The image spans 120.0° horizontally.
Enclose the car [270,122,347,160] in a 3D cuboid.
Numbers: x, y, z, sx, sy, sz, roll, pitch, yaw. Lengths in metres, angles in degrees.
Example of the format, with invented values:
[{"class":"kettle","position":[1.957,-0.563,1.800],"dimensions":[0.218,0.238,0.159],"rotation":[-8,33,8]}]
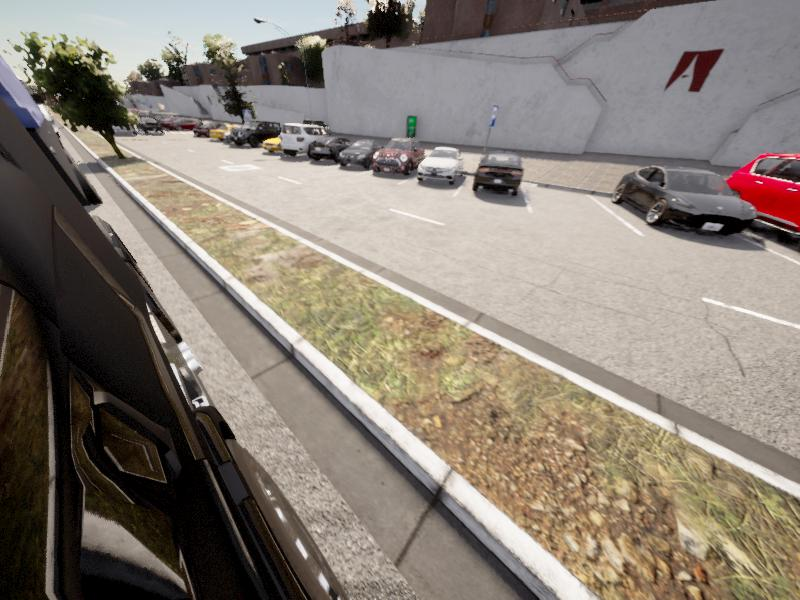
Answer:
[{"class":"car","position":[-6.786,-12.485,18.127],"dimensions":[2.435,2.045,5.566],"rotation":[14,38,14]}]

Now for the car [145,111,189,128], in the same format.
[{"class":"car","position":[-38.865,-30.154,38.745],"dimensions":[1.878,1.987,4.442],"rotation":[15,38,14]}]

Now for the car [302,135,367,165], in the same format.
[{"class":"car","position":[-4.506,-11.020,16.813],"dimensions":[2.163,1.488,4.792],"rotation":[14,38,14]}]

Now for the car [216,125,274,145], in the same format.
[{"class":"car","position":[-15.991,-17.248,24.183],"dimensions":[2.002,1.452,4.674],"rotation":[15,38,14]}]

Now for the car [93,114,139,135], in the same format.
[{"class":"car","position":[-31.507,-19.476,25.641],"dimensions":[4.611,1.667,2.242],"rotation":[29,44,29]}]

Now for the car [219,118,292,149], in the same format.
[{"class":"car","position":[-13.686,-16.200,22.513],"dimensions":[2.435,2.045,5.566],"rotation":[15,38,14]}]

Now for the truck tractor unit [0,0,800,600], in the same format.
[{"class":"truck tractor unit","position":[-2.645,-0.295,0.352],"dimensions":[6.516,4.208,3.053],"rotation":[28,44,30]}]

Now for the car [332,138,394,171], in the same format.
[{"class":"car","position":[-2.207,-9.751,15.311],"dimensions":[2.002,1.452,4.674],"rotation":[15,38,14]}]

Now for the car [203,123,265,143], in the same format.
[{"class":"car","position":[-18.231,-18.644,25.766],"dimensions":[1.946,1.575,5.366],"rotation":[15,38,14]}]

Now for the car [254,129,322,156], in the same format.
[{"class":"car","position":[-9.164,-13.416,19.592],"dimensions":[1.946,1.575,5.366],"rotation":[15,38,14]}]

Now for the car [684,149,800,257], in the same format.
[{"class":"car","position":[11.576,-2.596,6.165],"dimensions":[2.435,2.045,5.566],"rotation":[14,38,14]}]

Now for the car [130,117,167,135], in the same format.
[{"class":"car","position":[-31.104,-21.569,28.555],"dimensions":[4.892,1.490,1.837],"rotation":[29,44,29]}]

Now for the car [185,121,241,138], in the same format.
[{"class":"car","position":[-22.888,-21.028,28.552],"dimensions":[2.163,1.488,4.792],"rotation":[15,38,14]}]

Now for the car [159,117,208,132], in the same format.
[{"class":"car","position":[-32.066,-26.089,34.409],"dimensions":[2.163,1.488,4.792],"rotation":[15,38,14]}]

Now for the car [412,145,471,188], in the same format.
[{"class":"car","position":[2.383,-7.290,12.332],"dimensions":[2.002,1.452,4.674],"rotation":[15,38,14]}]

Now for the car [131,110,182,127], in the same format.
[{"class":"car","position":[-43.465,-32.607,41.527],"dimensions":[2.435,2.045,5.566],"rotation":[15,38,14]}]

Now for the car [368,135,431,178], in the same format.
[{"class":"car","position":[0.105,-8.670,13.746],"dimensions":[2.185,1.767,4.553],"rotation":[15,38,14]}]

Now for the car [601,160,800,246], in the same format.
[{"class":"car","position":[9.264,-3.599,7.823],"dimensions":[2.163,1.488,4.792],"rotation":[14,38,14]}]

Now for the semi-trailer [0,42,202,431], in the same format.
[{"class":"semi-trailer","position":[-8.701,-3.607,4.220],"dimensions":[14.254,4.402,2.717],"rotation":[28,44,30]}]

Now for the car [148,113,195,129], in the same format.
[{"class":"car","position":[-36.639,-28.736,37.236],"dimensions":[2.185,1.767,4.553],"rotation":[15,38,14]}]

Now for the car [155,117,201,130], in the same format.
[{"class":"car","position":[-34.360,-27.361,35.902],"dimensions":[2.002,1.452,4.674],"rotation":[15,38,14]}]

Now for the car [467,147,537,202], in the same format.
[{"class":"car","position":[4.674,-6.090,10.811],"dimensions":[2.097,1.535,5.008],"rotation":[14,38,15]}]

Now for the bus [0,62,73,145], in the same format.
[{"class":"bus","position":[-29.591,-14.741,17.484],"dimensions":[10.273,4.253,3.944],"rotation":[30,46,31]}]
